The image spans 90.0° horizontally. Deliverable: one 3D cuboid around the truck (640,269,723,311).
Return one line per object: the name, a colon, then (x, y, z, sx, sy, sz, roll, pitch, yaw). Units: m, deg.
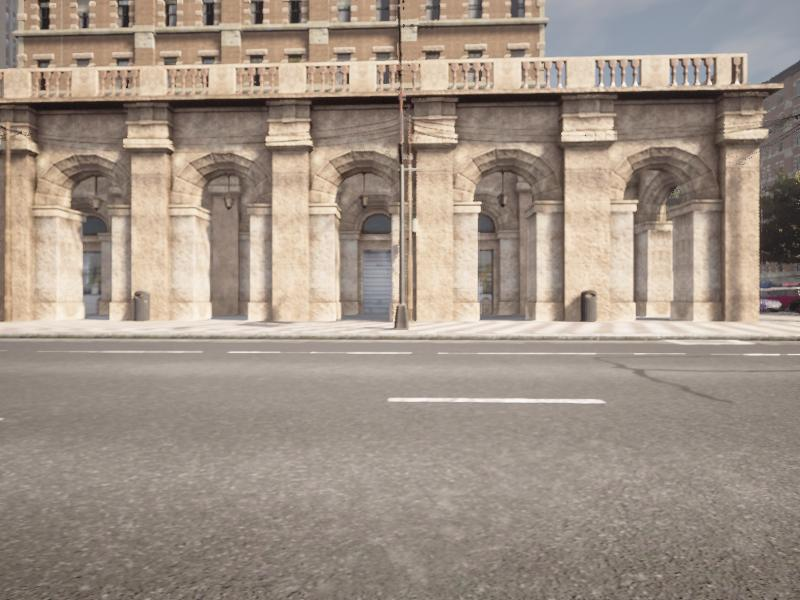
truck: (28.578, -0.929, 41.248, 2.891, 3.827, 8.468, 0, 0, 2)

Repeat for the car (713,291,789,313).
car: (28.255, 0.169, 32.493, 2.033, 1.649, 4.856, 0, 0, 2)

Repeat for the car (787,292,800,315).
car: (27.990, 0.217, 25.440, 2.038, 1.542, 4.974, 0, 0, 2)

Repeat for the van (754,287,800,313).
van: (31.767, -0.011, 32.745, 1.775, 1.987, 4.442, 0, 0, 2)
